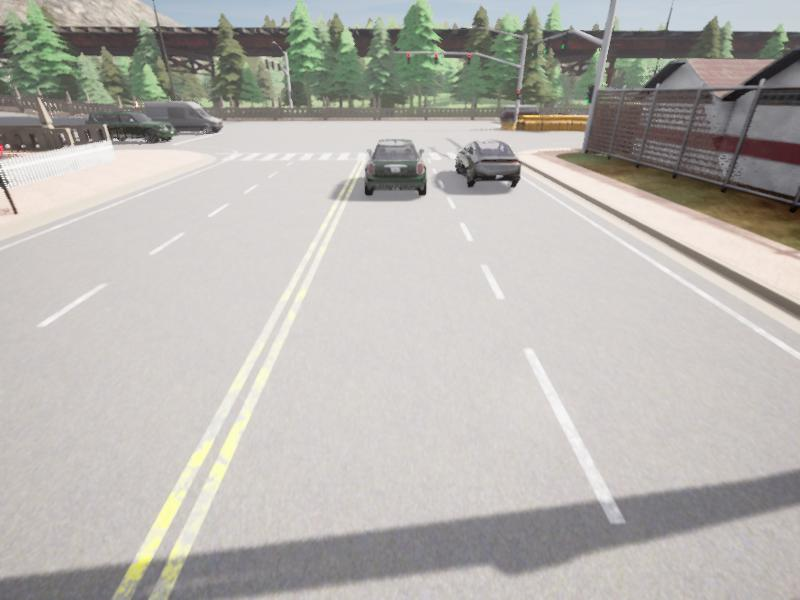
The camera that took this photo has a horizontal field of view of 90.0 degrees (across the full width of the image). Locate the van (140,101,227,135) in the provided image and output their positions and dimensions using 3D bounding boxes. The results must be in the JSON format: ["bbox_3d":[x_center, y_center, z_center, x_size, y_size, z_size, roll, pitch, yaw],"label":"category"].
[{"bbox_3d":[-18.468,-15.669,34.463,5.915,2.561,1.988,-1,27,-2],"label":"van"}]

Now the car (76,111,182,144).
[{"bbox_3d":[-18.909,-12.190,28.210,5.566,2.045,2.150,0,27,0],"label":"car"}]

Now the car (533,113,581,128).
[{"bbox_3d":[16.527,-18.996,42.288,4.181,1.385,1.994,-1,27,-2],"label":"car"}]

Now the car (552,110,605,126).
[{"bbox_3d":[20.239,-20.725,45.514,4.902,1.511,2.128,-1,27,-2],"label":"car"}]

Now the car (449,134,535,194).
[{"bbox_3d":[3.334,-5.456,15.659,2.128,1.511,4.902,0,27,-1],"label":"car"}]

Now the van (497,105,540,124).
[{"bbox_3d":[14.263,-22.420,48.299,4.442,1.987,1.775,-1,27,-2],"label":"van"}]

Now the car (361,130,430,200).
[{"bbox_3d":[-0.158,-5.068,14.587,2.097,1.767,4.553,0,27,-1],"label":"car"}]

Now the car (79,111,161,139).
[{"bbox_3d":[-21.835,-13.720,31.373,4.605,1.855,1.932,-2,27,-2],"label":"car"}]
